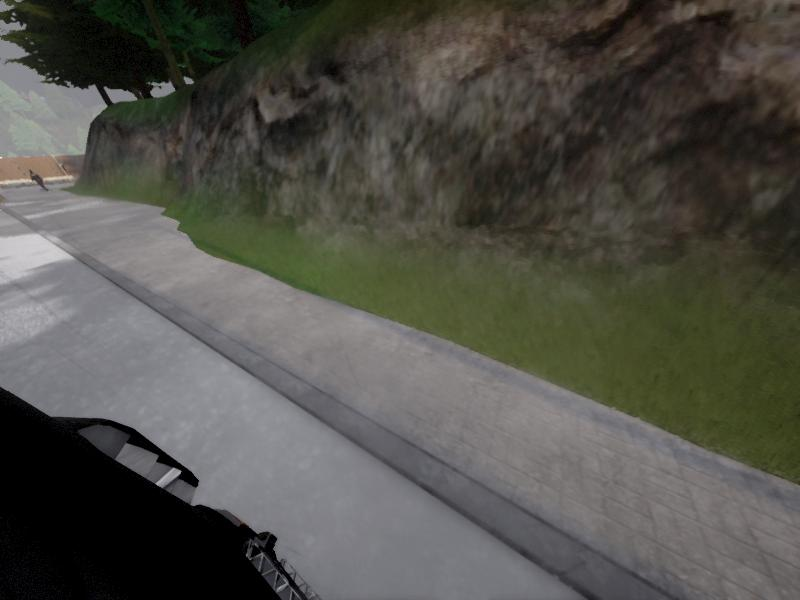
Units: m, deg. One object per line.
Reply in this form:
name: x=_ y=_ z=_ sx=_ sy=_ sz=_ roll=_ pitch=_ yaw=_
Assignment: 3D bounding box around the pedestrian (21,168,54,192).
pedestrian: x=-32.907 y=-10.921 z=21.002 sx=0.751 sy=1.860 sz=0.751 roll=16 pitch=38 yaw=26
